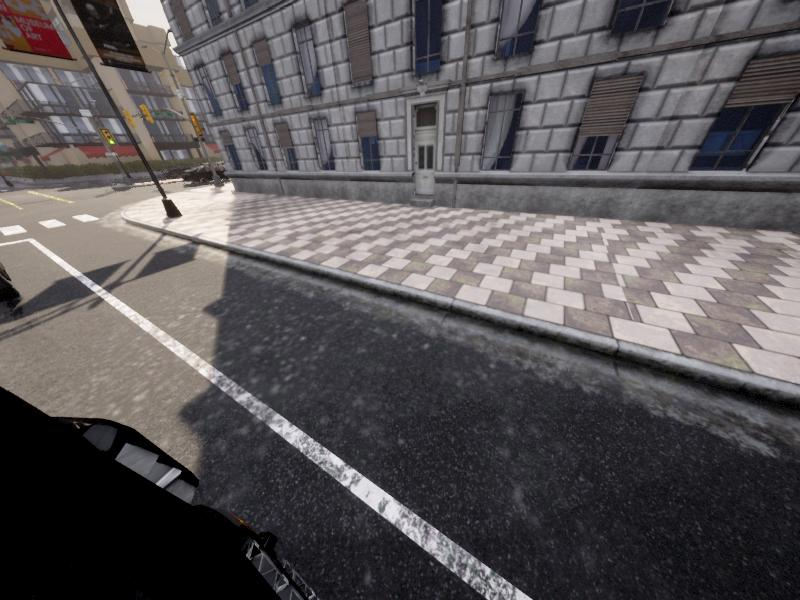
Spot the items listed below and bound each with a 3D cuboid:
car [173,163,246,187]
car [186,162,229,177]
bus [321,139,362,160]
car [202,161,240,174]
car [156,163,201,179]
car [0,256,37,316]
[{"bbox_3d":[-18.429,-12.376,22.674,2.128,1.511,4.902,16,38,26],"label":"car"},{"bbox_3d":[-25.914,-17.630,31.206,1.970,1.475,3.806,16,38,26],"label":"car"},{"bbox_3d":[-15.920,-40.680,62.639,10.273,4.253,3.944,16,38,26],"label":"bus"},{"bbox_3d":[-27.190,-20.227,35.219,1.970,1.475,3.806,16,38,26],"label":"car"},{"bbox_3d":[-29.909,-17.562,31.344,1.789,1.549,3.705,16,38,26],"label":"car"},{"bbox_3d":[-9.363,-0.645,4.175,4.856,1.649,2.033,15,37,26],"label":"car"}]
